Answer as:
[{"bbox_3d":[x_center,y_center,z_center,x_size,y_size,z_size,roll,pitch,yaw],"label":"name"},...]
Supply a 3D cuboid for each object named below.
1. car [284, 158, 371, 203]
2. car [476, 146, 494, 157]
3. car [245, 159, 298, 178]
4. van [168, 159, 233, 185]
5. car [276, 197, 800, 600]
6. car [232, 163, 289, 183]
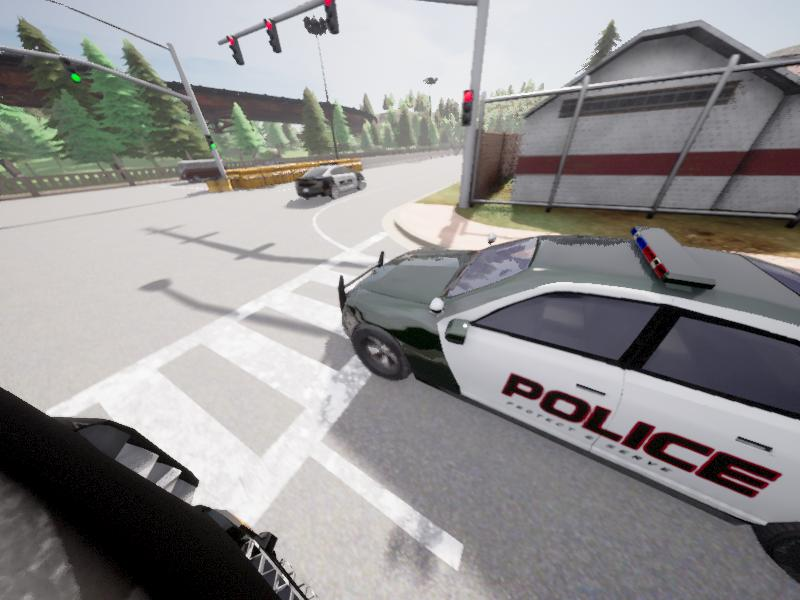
[{"bbox_3d":[-3.783,-7.013,13.362,1.930,1.638,5.238,8,35,19],"label":"car"},{"bbox_3d":[16.253,-28.238,43.882,2.128,1.511,4.902,15,38,25],"label":"car"},{"bbox_3d":[-14.946,-15.508,27.194,2.128,1.511,4.902,15,37,25],"label":"car"},{"bbox_3d":[-20.804,-13.573,24.318,1.775,1.987,4.442,15,37,25],"label":"van"},{"bbox_3d":[1.513,0.165,2.210,4.974,1.542,2.038,17,38,27],"label":"car"},{"bbox_3d":[-13.703,-12.697,22.983,1.994,1.385,4.181,15,37,25],"label":"car"}]
